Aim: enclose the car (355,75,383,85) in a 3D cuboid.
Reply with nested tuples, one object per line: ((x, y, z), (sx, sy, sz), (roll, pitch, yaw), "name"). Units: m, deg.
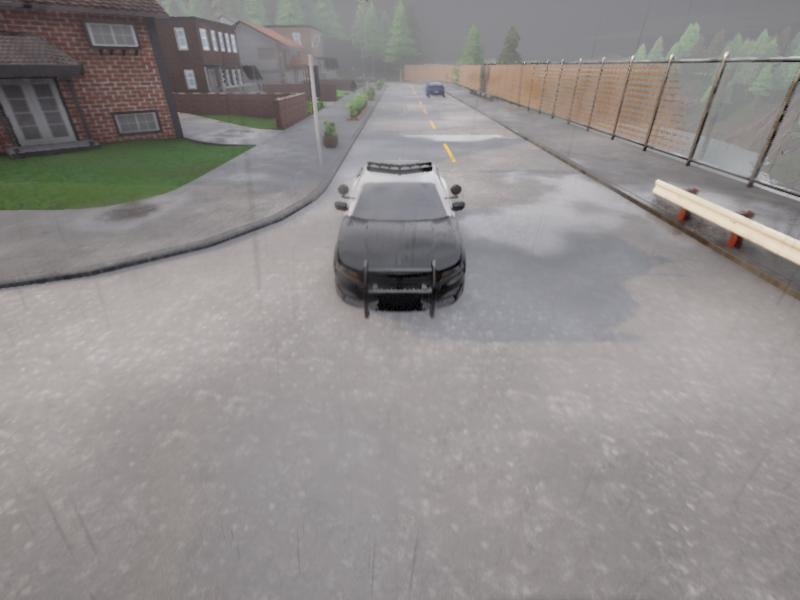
((-5.973, -43.151, 78.396), (5.027, 1.651, 2.152), (4, 31, 7), "car")

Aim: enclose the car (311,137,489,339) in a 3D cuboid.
((-0.003, -1.544, 7.009), (1.930, 1.638, 5.238), (0, 31, 0), "car")

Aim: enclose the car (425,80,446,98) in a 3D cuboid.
((3.972, -24.100, 45.651), (1.882, 1.535, 5.008), (0, 30, 0), "car")

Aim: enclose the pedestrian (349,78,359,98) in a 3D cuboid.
((-4.775, -21.842, 41.217), (0.751, 1.860, 0.751), (5, 31, 9), "pedestrian")

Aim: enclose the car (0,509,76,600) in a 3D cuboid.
((-3.824, 2.003, 0.792), (4.553, 1.767, 2.097), (-4, 31, -7), "car")
